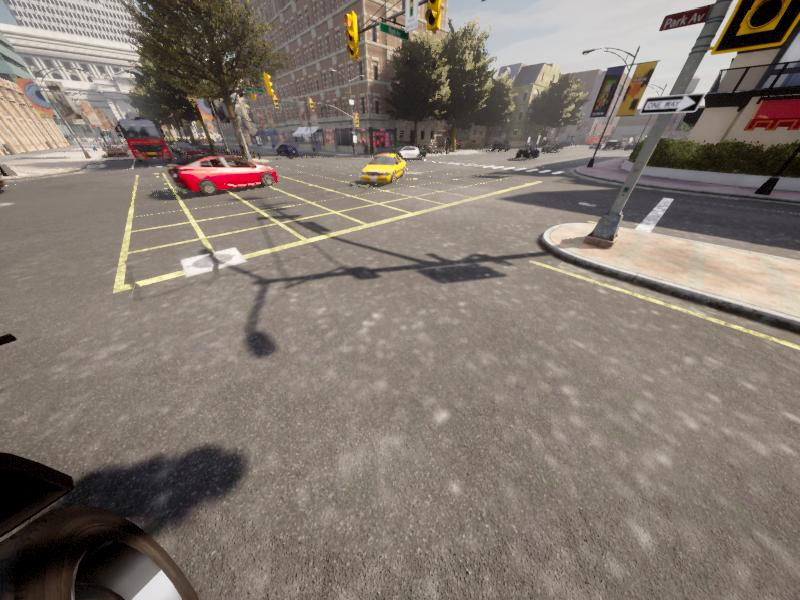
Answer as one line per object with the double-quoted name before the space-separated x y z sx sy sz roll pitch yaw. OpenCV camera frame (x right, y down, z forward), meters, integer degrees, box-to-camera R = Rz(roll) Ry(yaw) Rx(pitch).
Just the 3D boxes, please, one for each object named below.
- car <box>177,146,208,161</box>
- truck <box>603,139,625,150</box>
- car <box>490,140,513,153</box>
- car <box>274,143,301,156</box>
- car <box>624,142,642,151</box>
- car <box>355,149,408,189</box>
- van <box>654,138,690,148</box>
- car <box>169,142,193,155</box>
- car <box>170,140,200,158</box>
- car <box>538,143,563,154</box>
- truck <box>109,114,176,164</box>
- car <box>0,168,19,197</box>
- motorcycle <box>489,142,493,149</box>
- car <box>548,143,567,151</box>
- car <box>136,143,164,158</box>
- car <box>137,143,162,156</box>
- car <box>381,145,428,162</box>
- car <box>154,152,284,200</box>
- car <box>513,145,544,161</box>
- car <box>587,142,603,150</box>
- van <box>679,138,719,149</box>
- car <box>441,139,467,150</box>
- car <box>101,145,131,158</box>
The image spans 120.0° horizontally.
"car" -24.264 -17.156 26.987 1.895 1.301 4.718 -28 44 -34
"truck" 51.425 -37.339 55.501 6.274 2.098 2.390 -28 44 -34
"car" 19.319 -29.391 44.165 1.905 1.878 3.866 -5 35 -8
"car" -16.640 -22.187 34.060 1.812 1.442 4.674 -28 44 -34
"car" 54.851 -36.219 54.333 4.856 1.649 2.033 -28 44 -34
"car" -0.896 -8.205 14.194 1.801 1.575 5.366 7 36 9
"van" 82.226 -47.605 70.018 6.366 2.431 2.351 9 36 12
"car" -32.921 -22.725 34.677 1.970 1.475 3.806 -27 44 -33
"car" -28.926 -20.319 31.013 2.097 1.767 4.553 -28 44 -34
"car" 26.689 -26.781 40.855 4.892 1.490 1.837 -28 44 -34
"truck" -27.249 -17.094 24.681 2.891 3.827 8.468 -28 44 -34
"car" -20.384 -4.745 9.086 5.238 1.638 1.930 -28 44 -34
"motorcycle" 22.553 -38.274 57.107 0.764 1.277 2.356 2 34 20
"car" 34.664 -33.710 50.797 4.674 1.442 1.812 -28 44 -34
"car" -32.422 -19.416 29.981 1.970 1.475 3.806 -28 44 -34
"car" -36.886 -22.195 33.990 1.994 1.385 4.181 -28 44 -34
"car" 0.512 -17.029 26.786 4.974 1.542 2.038 -13 36 -18
"car" -8.642 -6.366 11.573 2.007 1.525 4.514 21 40 27
"car" 16.185 -18.511 29.003 3.633 1.501 1.845 -28 44 -34
"car" 48.344 -38.165 57.270 3.806 1.475 1.970 -28 44 -34
"van" 84.528 -44.403 65.485 6.366 2.431 2.351 21 40 27
"car" 12.599 -36.439 53.992 2.150 2.045 5.566 -27 44 -34
"car" -36.836 -19.373 30.036 1.895 1.301 4.718 -28 44 -34
